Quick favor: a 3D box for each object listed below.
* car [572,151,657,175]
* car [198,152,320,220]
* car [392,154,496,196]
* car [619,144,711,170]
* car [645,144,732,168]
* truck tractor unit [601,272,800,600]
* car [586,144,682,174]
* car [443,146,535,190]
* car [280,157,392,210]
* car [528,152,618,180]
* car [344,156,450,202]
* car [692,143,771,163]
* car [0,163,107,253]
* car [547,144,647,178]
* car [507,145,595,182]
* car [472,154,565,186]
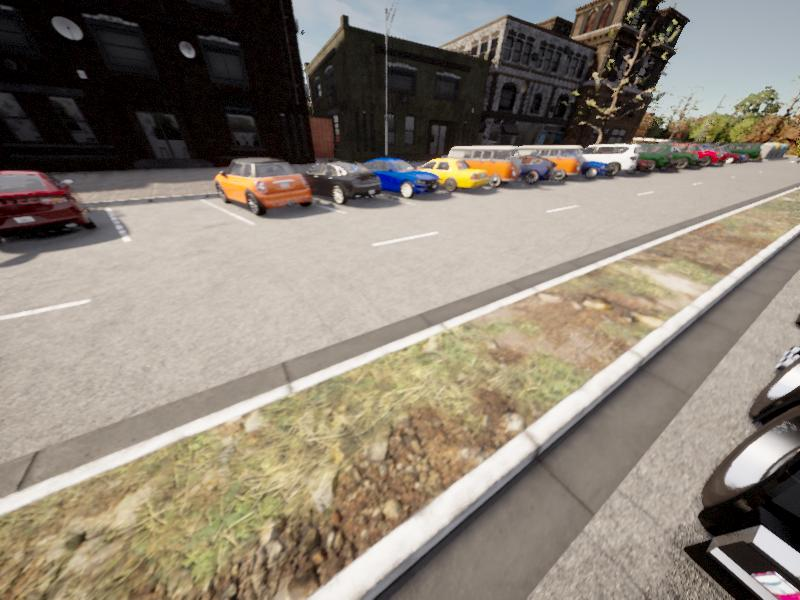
[{"bbox_3d":[18.227,-11.908,19.910,5.008,1.535,2.097,27,42,33],"label":"car"},{"bbox_3d":[-5.574,-4.707,9.115,4.553,1.767,2.185,25,42,32],"label":"car"},{"bbox_3d":[2.192,-7.149,12.921,5.366,1.575,1.946,26,42,33],"label":"car"},{"bbox_3d":[26.195,-14.510,23.281,5.566,2.045,2.435,27,42,33],"label":"car"},{"bbox_3d":[31.494,-16.111,25.631,5.566,2.045,2.435,27,42,33],"label":"car"},{"bbox_3d":[5.121,-0.290,0.767,6.516,4.208,3.053,-18,38,-24],"label":"truck tractor unit"},{"bbox_3d":[20.850,-12.924,20.953,5.566,2.045,2.435,27,43,33],"label":"car"},{"bbox_3d":[5.073,-8.036,13.825,4.442,1.987,1.878,26,42,33],"label":"car"},{"bbox_3d":[-2.943,-5.437,10.413,4.892,1.521,2.231,26,42,33],"label":"car"},{"bbox_3d":[12.933,-10.306,17.558,5.008,1.535,2.097,27,42,33],"label":"car"},{"bbox_3d":[-0.312,-6.271,11.635,5.008,1.535,2.097,26,42,33],"label":"car"},{"bbox_3d":[44.744,-20.128,31.507,5.566,2.045,2.435,27,43,34],"label":"car"},{"bbox_3d":[-10.838,-2.928,6.727,5.008,1.535,2.097,25,42,32],"label":"car"},{"bbox_3d":[15.558,-11.322,18.603,5.566,2.045,2.435,26,43,33],"label":"car"},{"bbox_3d":[10.375,-9.647,16.190,4.442,1.987,1.878,26,42,33],"label":"car"},{"bbox_3d":[7.609,-8.683,15.229,4.792,1.488,2.163,26,42,33],"label":"car"}]
